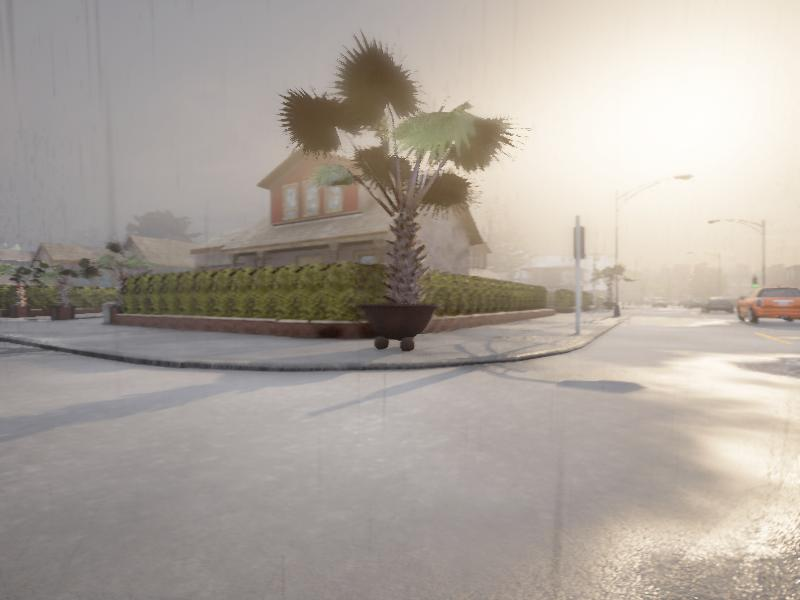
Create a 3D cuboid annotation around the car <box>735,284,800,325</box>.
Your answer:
[{"bbox_3d":[17.880,0.196,19.276,2.097,1.767,4.553,0,0,33],"label":"car"}]

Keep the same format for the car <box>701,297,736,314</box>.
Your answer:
[{"bbox_3d":[28.311,0.488,35.671,1.994,1.385,4.181,0,0,32],"label":"car"}]

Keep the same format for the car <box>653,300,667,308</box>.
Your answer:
[{"bbox_3d":[43.219,0.625,66.520,1.994,1.385,4.181,0,0,32],"label":"car"}]

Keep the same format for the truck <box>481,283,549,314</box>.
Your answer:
[{"bbox_3d":[8.729,-0.153,30.364,4.478,2.038,2.069,3,1,32],"label":"truck"}]

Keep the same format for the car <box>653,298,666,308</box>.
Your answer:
[{"bbox_3d":[47.378,0.532,73.054,1.930,1.638,5.238,0,0,32],"label":"car"}]
